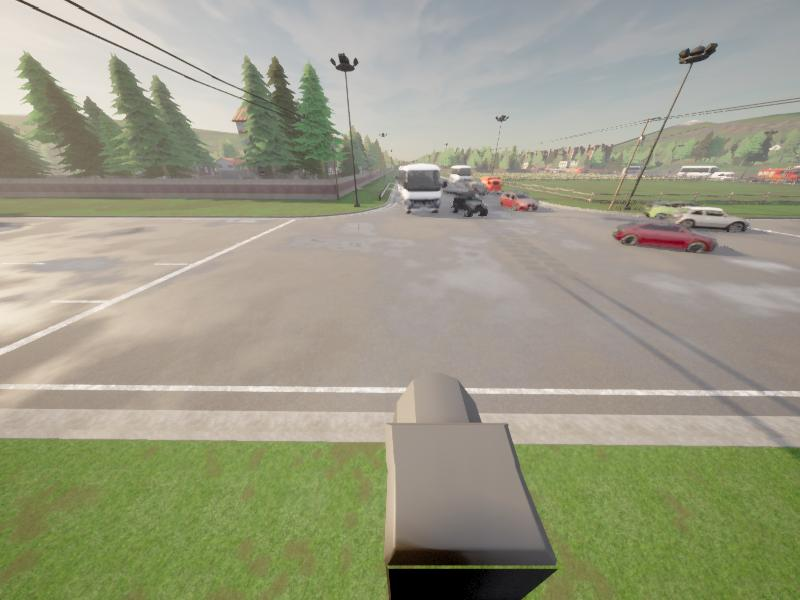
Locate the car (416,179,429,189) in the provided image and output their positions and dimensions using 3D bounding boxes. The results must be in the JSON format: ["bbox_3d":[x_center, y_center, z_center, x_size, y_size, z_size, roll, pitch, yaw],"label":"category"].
[{"bbox_3d":[4.744,-24.787,49.315,2.152,1.651,5.027,-1,30,-1],"label":"car"}]

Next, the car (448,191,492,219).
[{"bbox_3d":[6.365,-8.936,21.593,1.905,1.878,3.866,-10,31,-17],"label":"car"}]

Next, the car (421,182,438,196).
[{"bbox_3d":[4.851,-18.566,38.493,2.242,1.667,4.611,0,30,0],"label":"car"}]

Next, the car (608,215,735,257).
[{"bbox_3d":[14.922,-3.779,13.182,4.181,1.385,1.994,18,34,28],"label":"car"}]

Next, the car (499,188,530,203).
[{"bbox_3d":[15.327,-14.181,31.201,1.994,1.385,4.181,-1,30,-1],"label":"car"}]

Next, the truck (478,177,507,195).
[{"bbox_3d":[15.325,-19.259,38.893,2.627,2.467,5.204,0,30,0],"label":"truck"}]

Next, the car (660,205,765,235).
[{"bbox_3d":[22.167,-5.868,16.693,3.806,1.475,1.970,12,32,19],"label":"car"}]

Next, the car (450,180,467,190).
[{"bbox_3d":[11.863,-23.499,47.199,2.128,1.511,4.902,0,30,0],"label":"car"}]

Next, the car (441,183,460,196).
[{"bbox_3d":[8.321,-18.501,38.570,2.163,1.488,4.792,0,30,0],"label":"car"}]

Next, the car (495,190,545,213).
[{"bbox_3d":[12.516,-10.538,24.587,2.242,1.667,4.611,-6,31,-9],"label":"car"}]

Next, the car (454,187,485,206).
[{"bbox_3d":[8.444,-12.860,28.606,2.242,1.667,4.611,-1,30,-2],"label":"car"}]

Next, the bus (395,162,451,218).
[{"bbox_3d":[1.804,-11.869,24.317,3.944,4.253,10.273,-3,30,-4],"label":"bus"}]

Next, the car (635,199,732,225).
[{"bbox_3d":[23.412,-7.447,19.378,4.514,1.525,2.007,11,32,19],"label":"car"}]

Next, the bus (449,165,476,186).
[{"bbox_3d":[15.542,-31.839,58.900,3.944,4.253,10.273,0,30,0],"label":"bus"}]

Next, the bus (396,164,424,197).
[{"bbox_3d":[1.304,-20.025,38.445,3.944,4.253,10.273,0,30,-1],"label":"bus"}]

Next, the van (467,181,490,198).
[{"bbox_3d":[11.807,-16.803,35.125,1.775,1.987,4.442,0,30,0],"label":"van"}]
